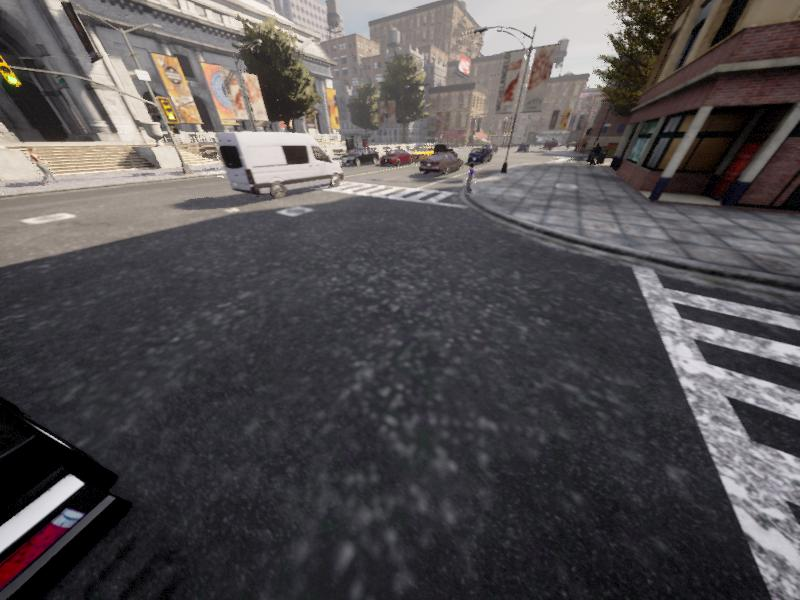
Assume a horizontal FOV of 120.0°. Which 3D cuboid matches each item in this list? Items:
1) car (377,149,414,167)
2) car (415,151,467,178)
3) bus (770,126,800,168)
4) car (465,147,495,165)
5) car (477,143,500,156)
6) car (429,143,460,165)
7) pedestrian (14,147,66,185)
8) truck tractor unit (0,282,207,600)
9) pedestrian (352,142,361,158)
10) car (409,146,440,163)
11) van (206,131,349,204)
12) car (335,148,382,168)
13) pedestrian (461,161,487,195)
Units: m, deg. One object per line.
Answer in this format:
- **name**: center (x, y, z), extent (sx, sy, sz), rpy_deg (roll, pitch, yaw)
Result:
- **car**: center (-0.364, -15.052, 24.425), extent (1.994, 1.385, 4.181), rpy_deg (19, 39, 25)
- **car**: center (3.413, -10.962, 18.494), extent (2.033, 1.411, 5.357), rpy_deg (19, 39, 26)
- **bus**: center (40.356, -12.807, 18.314), extent (10.273, 4.253, 3.944), rpy_deg (19, 39, 26)
- **car**: center (8.965, -16.106, 25.762), extent (1.816, 1.474, 4.193), rpy_deg (19, 39, 26)
- **car**: center (15.119, -25.617, 39.237), extent (2.152, 1.651, 5.027), rpy_deg (19, 39, 26)
- **car**: center (5.011, -16.418, 25.882), extent (1.905, 1.878, 3.866), rpy_deg (19, 39, 26)
- **pedestrian**: center (-20.799, -7.764, 13.402), extent (0.751, 1.860, 0.751), rpy_deg (19, 39, 26)
- **truck tractor unit**: center (-5.252, -0.126, 0.525), extent (6.516, 4.208, 3.053), rpy_deg (12, 37, 16)
- **pedestrian**: center (-6.131, -21.169, 32.523), extent (0.751, 1.860, 0.751), rpy_deg (19, 39, 25)
- **car**: center (3.120, -18.449, 29.125), extent (1.882, 1.535, 5.008), rpy_deg (18, 39, 25)
- **van**: center (-5.551, -6.960, 11.824), extent (1.988, 2.561, 5.915), rpy_deg (19, 39, 26)
- **car**: center (-4.233, -15.314, 24.711), extent (2.128, 1.511, 4.902), rpy_deg (19, 39, 26)
- **pedestrian**: center (3.300, -5.489, 10.408), extent (0.751, 1.300, 0.751), rpy_deg (1, 35, 2)
